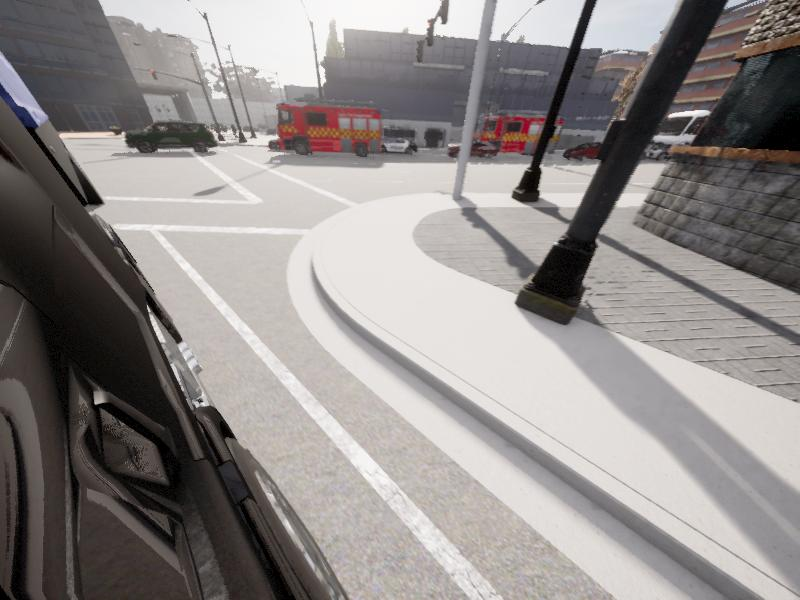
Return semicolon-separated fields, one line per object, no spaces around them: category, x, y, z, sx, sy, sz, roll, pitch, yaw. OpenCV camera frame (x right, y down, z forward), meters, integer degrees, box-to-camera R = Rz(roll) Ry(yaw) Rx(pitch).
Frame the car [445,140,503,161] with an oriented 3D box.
car;6.789;-13.980;21.571;4.674;1.442;1.812;-2;36;-5

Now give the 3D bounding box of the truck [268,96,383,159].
truck;-5.769;-14.588;19.807;8.468;3.827;2.891;-1;37;-5

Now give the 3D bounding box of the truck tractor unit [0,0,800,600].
truck tractor unit;-2.645;-0.295;0.351;6.516;4.208;3.053;28;44;30

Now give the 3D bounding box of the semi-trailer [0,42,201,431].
semi-trailer;-8.694;-3.592;4.254;14.254;4.402;2.717;28;44;30

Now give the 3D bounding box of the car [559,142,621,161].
car;18.330;-14.435;22.443;4.193;1.474;1.816;-2;37;-4

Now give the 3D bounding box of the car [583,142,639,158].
car;23.309;-16.693;25.667;4.181;1.385;1.994;-2;37;-4

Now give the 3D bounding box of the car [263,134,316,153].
car;-10.781;-15.579;22.940;4.181;1.385;1.994;-1;37;-5

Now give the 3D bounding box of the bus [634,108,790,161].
bus;33.681;-18.119;25.534;10.273;4.253;3.944;-2;37;-5

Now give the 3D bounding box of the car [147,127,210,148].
car;-21.637;-15.927;22.668;4.193;1.474;1.816;7;37;6

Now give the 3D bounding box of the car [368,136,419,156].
car;-0.716;-15.875;23.773;4.974;1.542;2.038;-1;36;-5

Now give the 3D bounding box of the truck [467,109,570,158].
truck;11.916;-17.216;24.095;8.468;3.827;2.891;-2;37;-4

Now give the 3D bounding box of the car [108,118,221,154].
car;-17.724;-12.628;17.961;5.566;2.045;2.150;-20;41;-28

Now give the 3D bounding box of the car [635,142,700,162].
car;26.524;-14.765;23.050;3.806;1.475;1.970;-2;37;-4
